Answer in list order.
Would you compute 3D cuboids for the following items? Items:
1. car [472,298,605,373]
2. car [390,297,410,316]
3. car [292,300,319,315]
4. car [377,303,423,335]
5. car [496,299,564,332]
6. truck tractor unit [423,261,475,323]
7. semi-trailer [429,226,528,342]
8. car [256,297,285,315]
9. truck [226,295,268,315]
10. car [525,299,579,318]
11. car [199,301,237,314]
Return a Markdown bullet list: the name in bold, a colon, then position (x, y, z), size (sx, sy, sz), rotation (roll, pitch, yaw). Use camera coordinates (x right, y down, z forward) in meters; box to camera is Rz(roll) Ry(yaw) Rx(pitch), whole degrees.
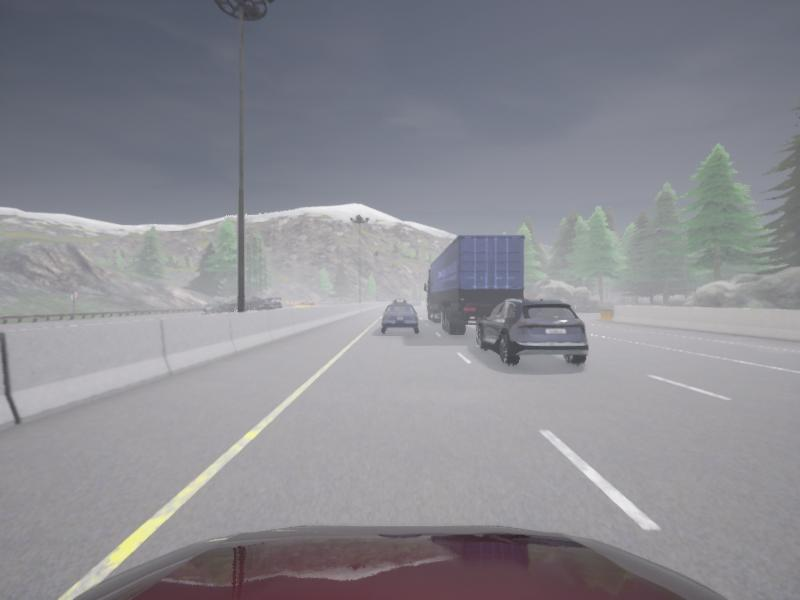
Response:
- **car**: position (3.488, 0.774, 11.229), size (2.033, 1.649, 4.856), rotation (0, 0, 0)
- **car**: position (0.003, 0.641, 41.984), size (1.932, 1.855, 4.605), rotation (0, 0, 0)
- **car**: position (-10.502, 0.786, 45.002), size (1.801, 1.575, 5.366), rotation (0, 0, 0)
- **car**: position (0.002, 0.888, 20.676), size (2.033, 1.411, 5.357), rotation (0, 0, 0)
- **car**: position (6.998, 0.773, 22.172), size (2.152, 1.651, 5.027), rotation (0, 0, 0)
- **truck tractor unit**: position (3.485, -0.538, 30.288), size (3.053, 4.208, 6.516), rotation (-1, 0, 0)
- **semi-trailer**: position (3.501, -0.630, 22.366), size (2.717, 4.402, 14.254), rotation (0, 0, 0)
- **car**: position (-14.002, 0.631, 43.580), size (1.905, 1.878, 3.866), rotation (0, 0, 0)
- **truck**: position (-17.501, 0.527, 46.093), size (2.390, 2.098, 6.274), rotation (0, 0, 0)
- **car**: position (14.019, 0.766, 36.811), size (4.856, 1.649, 2.033), rotation (0, -3, -32)
- **car**: position (-20.999, 0.822, 46.422), size (2.128, 1.511, 4.902), rotation (0, 0, 0)
